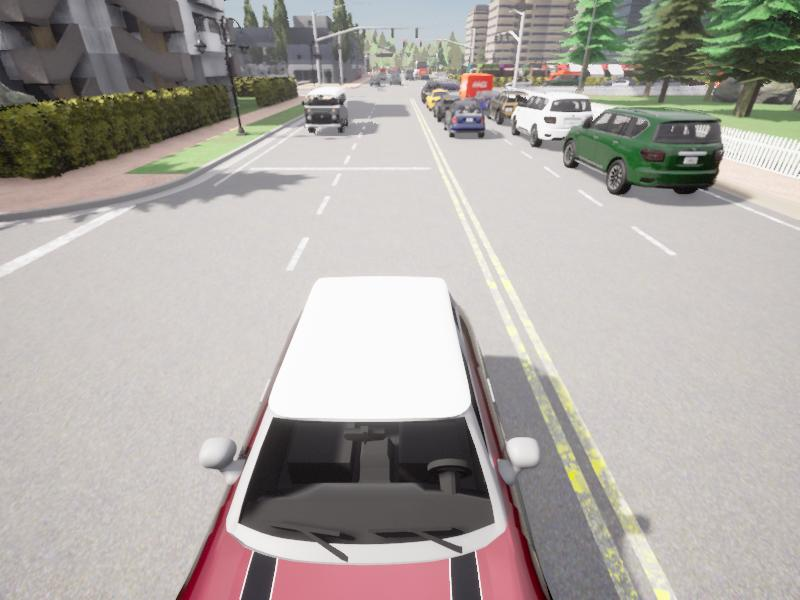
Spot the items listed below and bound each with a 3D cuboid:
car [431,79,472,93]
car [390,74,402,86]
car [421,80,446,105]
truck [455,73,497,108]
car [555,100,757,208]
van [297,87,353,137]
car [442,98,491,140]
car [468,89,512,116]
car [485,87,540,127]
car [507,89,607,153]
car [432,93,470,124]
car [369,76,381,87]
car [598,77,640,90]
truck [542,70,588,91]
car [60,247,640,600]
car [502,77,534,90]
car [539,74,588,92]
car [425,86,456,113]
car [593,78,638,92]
[{"bbox_3d":[6.880,-28.674,53.592,4.792,1.488,2.163,15,33,24],"label":"car"},{"bbox_3d":[-0.798,-40.158,72.931,2.097,1.767,4.553,0,30,0],"label":"car"},{"bbox_3d":[3.043,-19.605,37.681,1.932,1.855,4.605,0,30,0],"label":"car"},{"bbox_3d":[6.563,-18.596,35.368,2.627,2.467,5.204,0,30,0],"label":"truck"},{"bbox_3d":[6.798,-4.555,11.767,2.150,2.045,5.566,0,30,-1],"label":"car"},{"bbox_3d":[-3.797,-10.022,21.130,2.069,2.038,4.480,0,30,0],"label":"van"},{"bbox_3d":[3.214,-9.196,20.197,1.789,1.549,3.705,0,30,0],"label":"car"},{"bbox_3d":[6.616,-14.951,30.112,2.163,1.488,4.792,0,30,0],"label":"car"},{"bbox_3d":[6.672,-11.827,24.374,1.932,1.855,4.605,0,30,0],"label":"car"},{"bbox_3d":[6.732,-8.240,18.073,2.150,2.045,5.566,0,30,0],"label":"car"},{"bbox_3d":[3.158,-12.351,25.672,1.816,1.474,4.193,0,30,0],"label":"car"},{"bbox_3d":[-4.259,-37.683,68.915,1.789,1.549,3.705,0,30,0],"label":"car"},{"bbox_3d":[32.182,-31.896,58.931,4.856,1.649,2.033,-1,30,-2],"label":"car"},{"bbox_3d":[24.078,-32.110,58.493,5.204,2.467,2.627,-1,30,-2],"label":"truck"},{"bbox_3d":[-0.169,1.059,2.752,1.970,1.475,3.806,0,30,0],"label":"car"},{"bbox_3d":[17.288,-31.663,58.575,3.988,1.617,1.851,0,30,0],"label":"car"},{"bbox_3d":[22.628,-30.139,55.530,5.566,2.045,2.150,-1,30,-2],"label":"car"},{"bbox_3d":[3.101,-15.921,31.675,1.801,1.575,5.366,0,30,0],"label":"car"},{"bbox_3d":[30.075,-30.042,55.875,4.974,1.542,2.038,-1,30,-2],"label":"car"}]
